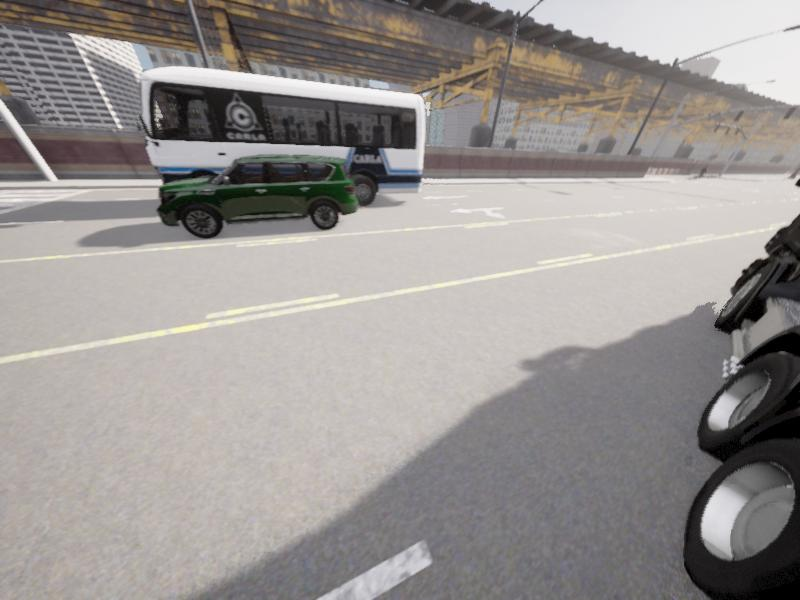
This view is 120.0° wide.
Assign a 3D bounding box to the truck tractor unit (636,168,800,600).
[{"bbox_3d":[5.038,-0.284,1.204,6.516,4.208,3.053,-18,37,-36],"label":"truck tractor unit"}]

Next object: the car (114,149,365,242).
[{"bbox_3d":[-4.158,-3.445,7.386,5.566,2.045,2.150,-10,36,-19],"label":"car"}]

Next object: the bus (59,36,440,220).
[{"bbox_3d":[-4.065,-6.393,9.793,10.273,4.253,3.944,-10,36,-19],"label":"bus"}]
